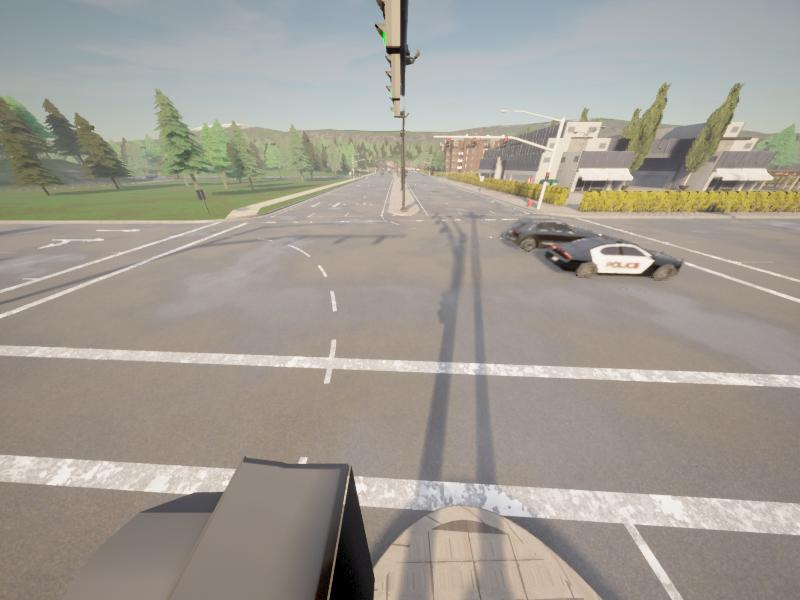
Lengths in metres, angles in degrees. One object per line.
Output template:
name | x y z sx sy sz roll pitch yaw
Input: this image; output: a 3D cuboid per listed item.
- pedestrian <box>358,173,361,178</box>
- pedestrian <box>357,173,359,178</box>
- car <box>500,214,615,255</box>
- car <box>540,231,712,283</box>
pedestrian | -16.428 -50.686 93.883 0.751 1.860 0.751 2 30 3
pedestrian | -16.953 -50.318 93.245 0.751 1.860 0.751 -5 30 -8
car | 8.694 -3.842 13.332 4.856 1.649 2.033 4 31 6
car | 9.401 -1.951 10.155 4.974 1.542 2.038 2 30 4
